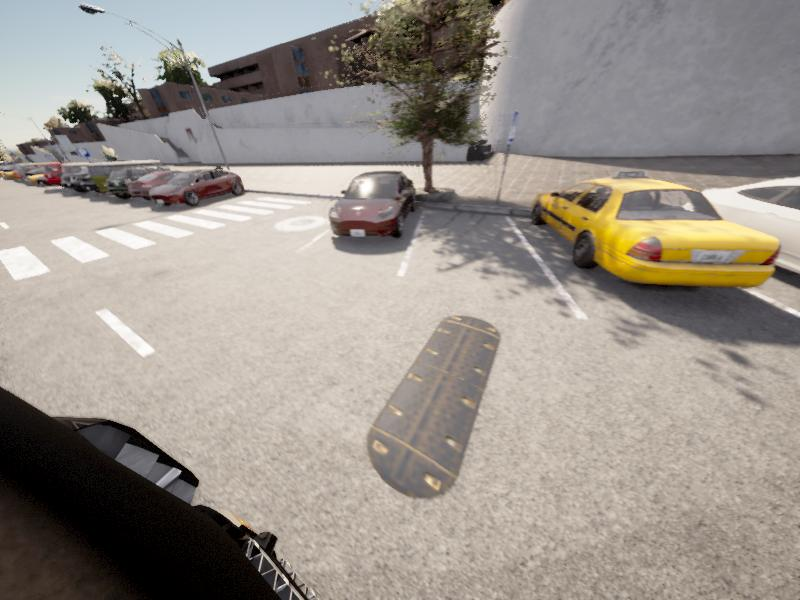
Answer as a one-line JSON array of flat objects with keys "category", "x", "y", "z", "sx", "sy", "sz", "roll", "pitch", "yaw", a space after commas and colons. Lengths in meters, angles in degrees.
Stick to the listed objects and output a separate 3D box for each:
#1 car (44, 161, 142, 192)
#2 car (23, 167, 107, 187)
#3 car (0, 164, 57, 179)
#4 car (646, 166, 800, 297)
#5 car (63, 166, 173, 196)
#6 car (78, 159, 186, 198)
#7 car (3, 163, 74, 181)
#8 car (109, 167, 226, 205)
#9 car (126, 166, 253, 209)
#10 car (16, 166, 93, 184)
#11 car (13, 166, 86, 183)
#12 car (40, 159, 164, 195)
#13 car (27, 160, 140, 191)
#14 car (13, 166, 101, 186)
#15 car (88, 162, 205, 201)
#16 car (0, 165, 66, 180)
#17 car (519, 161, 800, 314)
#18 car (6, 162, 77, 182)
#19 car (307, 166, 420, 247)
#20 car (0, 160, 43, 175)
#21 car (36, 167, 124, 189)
[{"category": "car", "x": -26.591, "y": -10.982, "z": 20.359, "sx": 1.878, "sy": 1.987, "sz": 4.442, "roll": 4, "pitch": 34, "yaw": 9}, {"category": "car", "x": -36.902, "y": -13.821, "z": 25.743, "sx": 2.163, "sy": 1.488, "sz": 4.792, "roll": 4, "pitch": 34, "yaw": 9}, {"category": "car", "x": -60.183, "y": -20.725, "z": 37.095, "sx": 1.946, "sy": 1.575, "sz": 5.366, "roll": 5, "pitch": 34, "yaw": 9}, {"category": "car", "x": 7.129, "y": -1.109, "z": 3.685, "sx": 2.002, "sy": 1.452, "sz": 4.674, "roll": 4, "pitch": 34, "yaw": 9}, {"category": "car", "x": -21.407, "y": -9.364, "z": 17.984, "sx": 2.231, "sy": 1.521, "sz": 4.892, "roll": 4, "pitch": 34, "yaw": 10}, {"category": "car", "x": -18.814, "y": -8.875, "z": 16.664, "sx": 1.878, "sy": 1.987, "sz": 4.442, "roll": 4, "pitch": 34, "yaw": 10}, {"category": "car", "x": -49.831, "y": -17.789, "z": 32.066, "sx": 2.185, "sy": 1.767, "sz": 4.553, "roll": 4, "pitch": 34, "yaw": 9}, {"category": "car", "x": -13.662, "y": -7.097, "z": 14.120, "sx": 2.002, "sy": 1.452, "sz": 4.674, "roll": 4, "pitch": 34, "yaw": 10}, {"category": "car", "x": -11.061, "y": -6.342, "z": 12.787, "sx": 2.163, "sy": 1.488, "sz": 4.792, "roll": 4, "pitch": 34, "yaw": 9}, {"category": "car", "x": -42.066, "y": -15.377, "z": 28.366, "sx": 2.163, "sy": 1.488, "sz": 4.792, "roll": 4, "pitch": 34, "yaw": 9}, {"category": "car", "x": -44.655, "y": -16.119, "z": 29.624, "sx": 2.002, "sy": 1.452, "sz": 4.674, "roll": 4, "pitch": 34, "yaw": 9}, {"category": "car", "x": -23.994, "y": -10.307, "z": 19.121, "sx": 2.435, "sy": 2.045, "sz": 5.566, "roll": 4, "pitch": 34, "yaw": 9}, {"category": "car", "x": -29.158, "y": -11.830, "z": 21.762, "sx": 2.435, "sy": 2.045, "sz": 5.566, "roll": 4, "pitch": 34, "yaw": 10}, {"category": "car", "x": -39.510, "y": -14.523, "z": 26.884, "sx": 1.946, "sy": 1.575, "sz": 5.366, "roll": 4, "pitch": 34, "yaw": 9}, {"category": "car", "x": -16.253, "y": -7.966, "z": 15.302, "sx": 2.185, "sy": 1.767, "sz": 4.553, "roll": 4, "pitch": 34, "yaw": 10}, {"category": "car", "x": -55.018, "y": -19.161, "z": 34.552, "sx": 1.946, "sy": 1.575, "sz": 5.366, "roll": 5, "pitch": 34, "yaw": 9}, {"category": "car", "x": 4.552, "y": -1.989, "z": 5.119, "sx": 1.946, "sy": 1.575, "sz": 5.366, "roll": 4, "pitch": 34, "yaw": 10}, {"category": "car", "x": -47.252, "y": -17.046, "z": 30.661, "sx": 1.878, "sy": 1.987, "sz": 4.442, "roll": 5, "pitch": 34, "yaw": 9}, {"category": "car", "x": -0.672, "y": -3.343, "z": 7.571, "sx": 2.163, "sy": 1.488, "sz": 4.792, "roll": 4, "pitch": 34, "yaw": 9}, {"category": "car", "x": -73.069, "y": -24.924, "z": 43.510, "sx": 2.435, "sy": 2.045, "sz": 5.566, "roll": 4, "pitch": 34, "yaw": 9}, {"category": "car", "x": -31.734, "y": -12.320, "z": 23.189, "sx": 2.002, "sy": 1.452, "sz": 4.674, "roll": 4, "pitch": 34, "yaw": 10}]
